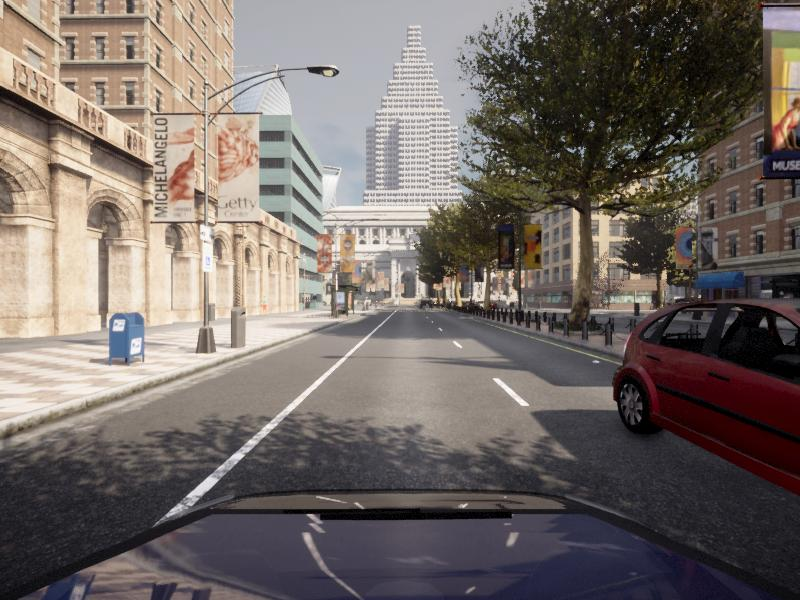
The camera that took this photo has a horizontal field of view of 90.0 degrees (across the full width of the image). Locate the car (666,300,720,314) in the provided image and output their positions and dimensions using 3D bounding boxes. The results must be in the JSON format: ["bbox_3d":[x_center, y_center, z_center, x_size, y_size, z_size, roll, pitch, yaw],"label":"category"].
[{"bbox_3d":[34.731,0.826,47.556,4.974,1.542,2.038,0,0,-1],"label":"car"}]

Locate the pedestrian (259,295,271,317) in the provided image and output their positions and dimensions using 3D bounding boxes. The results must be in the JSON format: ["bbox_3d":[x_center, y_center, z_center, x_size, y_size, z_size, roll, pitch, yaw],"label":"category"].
[{"bbox_3d":[-11.461,0.485,33.891,0.751,1.860,0.751,0,0,0],"label":"pedestrian"}]

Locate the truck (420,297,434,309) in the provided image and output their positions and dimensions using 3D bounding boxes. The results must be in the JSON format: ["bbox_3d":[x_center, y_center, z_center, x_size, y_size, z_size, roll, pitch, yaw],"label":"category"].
[{"bbox_3d":[5.011,0.540,75.627,2.390,2.098,6.274,0,0,1],"label":"truck"}]

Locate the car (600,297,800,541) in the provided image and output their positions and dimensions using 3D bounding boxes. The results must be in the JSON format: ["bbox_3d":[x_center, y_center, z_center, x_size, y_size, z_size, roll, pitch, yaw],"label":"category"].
[{"bbox_3d":[3.587,0.788,3.390,1.851,1.617,3.988,0,0,1],"label":"car"}]
